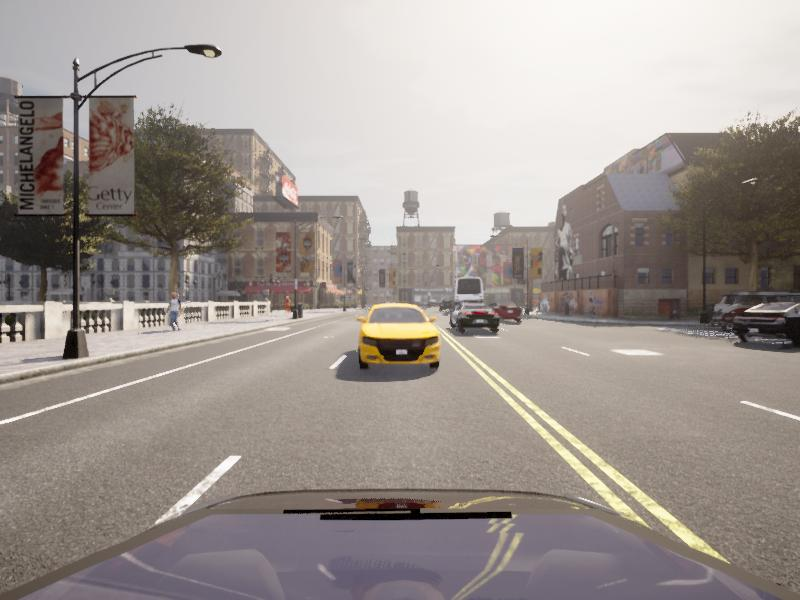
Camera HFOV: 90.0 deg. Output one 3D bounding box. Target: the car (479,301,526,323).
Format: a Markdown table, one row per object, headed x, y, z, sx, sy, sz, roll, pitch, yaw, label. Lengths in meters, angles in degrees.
| x | y | z | sx | sy | sz | roll | pitch | yaw | label |
| --- | --- | --- | --- | --- | --- | --- | --- | --- | --- |
| 7.562 | 0.851 | 30.047 | 2.163 | 1.488 | 4.792 | 0 | 0 | -2 | car |

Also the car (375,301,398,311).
| x | y | z | sx | sy | sz | roll | pitch | yaw | label |
| --- | --- | --- | --- | --- | --- | --- | --- | --- | --- |
| -1.999 | 0.864 | 61.206 | 2.002 | 1.452 | 4.674 | 0 | 0 | 20 | car |

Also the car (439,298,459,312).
| x | y | z | sx | sy | sz | roll | pitch | yaw | label |
| --- | --- | --- | --- | --- | --- | --- | --- | --- | --- |
| 6.868 | 0.653 | 55.703 | 1.932 | 1.855 | 4.605 | 0 | 0 | 19 | car |

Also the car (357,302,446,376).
| x | y | z | sx | sy | sz | roll | pitch | yaw | label |
| --- | --- | --- | --- | --- | --- | --- | --- | --- | --- |
| -0.120 | 0.823 | 10.875 | 1.882 | 1.535 | 5.008 | 0 | 0 | -4 | car |

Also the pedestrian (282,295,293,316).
| x | y | z | sx | sy | sz | roll | pitch | yaw | label |
| --- | --- | --- | --- | --- | --- | --- | --- | --- | --- |
| -10.046 | 0.485 | 35.744 | 0.751 | 1.860 | 0.751 | 0 | 0 | 9 | pedestrian |

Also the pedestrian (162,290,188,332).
| x | y | z | sx | sy | sz | roll | pitch | yaw | label |
| --- | --- | --- | --- | --- | --- | --- | --- | --- | --- |
| -10.066 | 0.485 | 17.936 | 0.751 | 1.860 | 0.751 | 0 | 0 | 0 | pedestrian |

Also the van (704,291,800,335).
| x | y | z | sx | sy | sz | roll | pitch | yaw | label |
| --- | --- | --- | --- | --- | --- | --- | --- | --- | --- |
| 17.393 | 0.599 | 18.984 | 4.442 | 1.987 | 1.775 | 0 | 0 | 6 | van |

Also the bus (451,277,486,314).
| x | y | z | sx | sy | sz | roll | pitch | yaw | label |
| --- | --- | --- | --- | --- | --- | --- | --- | --- | --- |
| 8.978 | -0.533 | 51.315 | 3.944 | 4.253 | 10.273 | -1 | 0 | 12 | bus |

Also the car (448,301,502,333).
| x | y | z | sx | sy | sz | roll | pitch | yaw | label |
| --- | --- | --- | --- | --- | --- | --- | --- | --- | --- |
| 3.828 | 0.822 | 21.302 | 2.038 | 1.542 | 4.974 | 0 | 0 | 1 | car |

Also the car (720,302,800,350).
| x | y | z | sx | sy | sz | roll | pitch | yaw | label |
| --- | --- | --- | --- | --- | --- | --- | --- | --- | --- |
| 14.504 | 0.836 | 14.607 | 4.902 | 1.511 | 2.128 | 0 | 0 | -19 | car |
